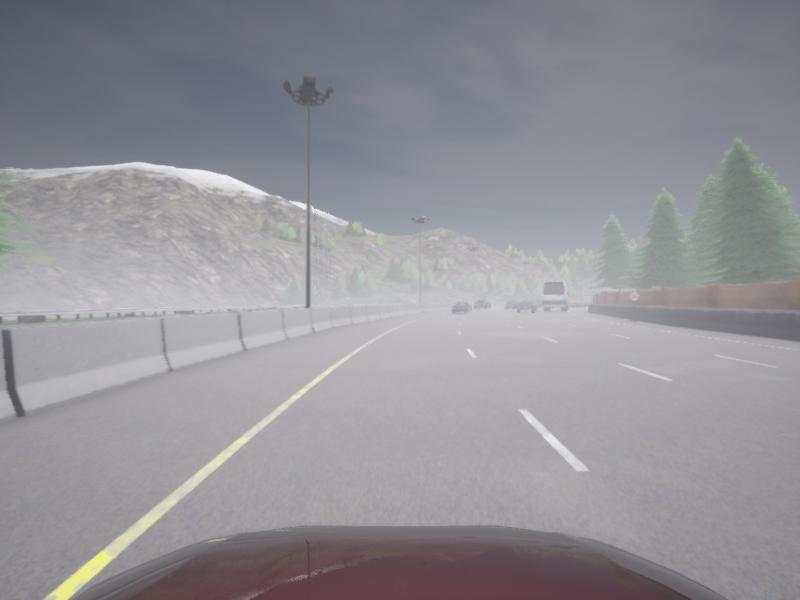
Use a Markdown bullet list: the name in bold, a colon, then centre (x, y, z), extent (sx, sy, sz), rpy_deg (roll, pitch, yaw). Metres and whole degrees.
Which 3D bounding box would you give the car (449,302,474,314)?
- **car**: centre (7.456, 0.896, 48.006), extent (2.033, 1.411, 5.357), rpy_deg (0, 0, 18)

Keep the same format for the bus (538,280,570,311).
- **bus**: centre (23.279, -0.514, 60.170), extent (3.944, 4.253, 10.273), rpy_deg (-1, -1, 24)

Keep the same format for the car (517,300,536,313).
- **car**: centre (16.853, 0.795, 53.339), extent (2.152, 1.651, 5.027), rpy_deg (0, 0, 21)

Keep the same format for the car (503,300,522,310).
- **car**: centre (18.809, 0.784, 66.726), extent (2.033, 1.649, 4.856), rpy_deg (0, -1, 27)

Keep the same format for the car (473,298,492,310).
- **car**: centre (12.829, 0.652, 62.143), extent (1.932, 1.855, 4.605), rpy_deg (0, -2, 25)
